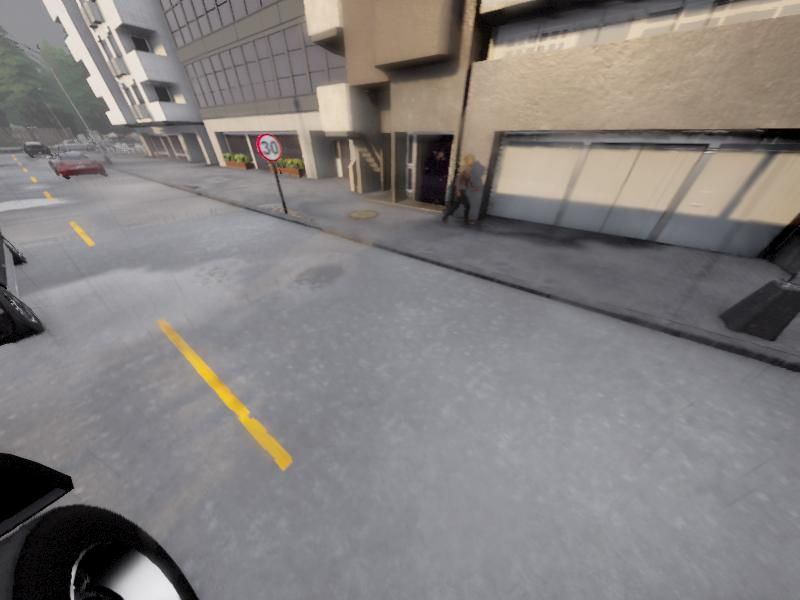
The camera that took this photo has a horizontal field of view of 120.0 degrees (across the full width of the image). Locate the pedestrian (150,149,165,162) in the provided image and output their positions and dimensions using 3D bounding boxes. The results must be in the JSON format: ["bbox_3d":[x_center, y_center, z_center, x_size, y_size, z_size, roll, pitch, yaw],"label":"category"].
[{"bbox_3d":[-23.858,-14.212,22.690,0.500,1.100,0.500,22,41,28],"label":"pedestrian"}]

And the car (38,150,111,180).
[{"bbox_3d":[-21.549,-9.014,15.307,4.181,1.385,1.994,22,41,28],"label":"car"}]

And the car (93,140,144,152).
[{"bbox_3d":[-47.994,-26.414,39.520,2.152,1.651,5.027,18,39,23],"label":"car"}]

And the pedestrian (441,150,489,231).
[{"bbox_3d":[1.729,-2.970,6.296,0.751,1.860,0.751,20,40,26],"label":"pedestrian"}]

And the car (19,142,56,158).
[{"bbox_3d":[-44.462,-18.447,28.363,4.892,1.490,1.837,23,41,30],"label":"car"}]

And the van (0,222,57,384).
[{"bbox_3d":[-7.187,-0.822,2.806,5.915,2.561,1.988,22,41,28],"label":"van"}]

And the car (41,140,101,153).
[{"bbox_3d":[-53.319,-25.092,37.602,2.152,1.651,5.027,13,37,17],"label":"car"}]
